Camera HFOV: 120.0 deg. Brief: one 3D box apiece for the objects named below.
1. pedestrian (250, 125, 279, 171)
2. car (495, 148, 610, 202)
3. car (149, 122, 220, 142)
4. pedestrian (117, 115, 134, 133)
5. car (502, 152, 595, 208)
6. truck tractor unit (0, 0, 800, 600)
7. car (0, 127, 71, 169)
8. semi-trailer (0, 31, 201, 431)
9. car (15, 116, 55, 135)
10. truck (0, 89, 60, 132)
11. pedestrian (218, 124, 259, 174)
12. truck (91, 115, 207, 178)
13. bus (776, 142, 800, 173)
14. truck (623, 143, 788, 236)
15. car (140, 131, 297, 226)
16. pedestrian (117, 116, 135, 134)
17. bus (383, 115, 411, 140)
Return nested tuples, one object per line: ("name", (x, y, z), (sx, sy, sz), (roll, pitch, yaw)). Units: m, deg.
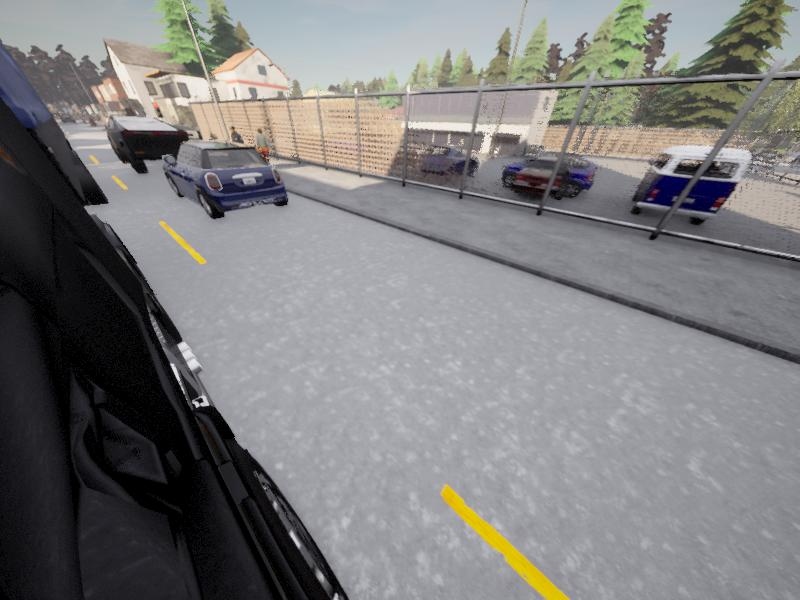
("pedestrian", (-6.858, -7.682, 11.724), (0.751, 1.860, 0.751), (-16, 41, -23))
("car", (6.616, -5.714, 10.326), (3.705, 1.547, 1.789), (28, 44, 30))
("car", (-23.334, -18.288, 25.241), (1.930, 1.638, 5.238), (32, 46, 33))
("pedestrian", (-36.706, -23.458, 30.876), (0.751, 1.860, 0.751), (-28, 46, -34))
("car", (6.685, -5.493, 10.155), (2.033, 1.415, 5.357), (28, 44, 30))
("truck tractor unit", (-2.645, -0.295, 0.351), (6.516, 4.208, 3.053), (28, 44, 30))
("car", (-18.860, -7.771, 11.685), (4.181, 1.385, 1.994), (28, 44, 30))
("semi-trailer", (-8.640, -3.645, 4.283), (14.254, 4.402, 2.717), (29, 44, 30))
("car", (-40.831, -19.576, 25.897), (3.705, 1.549, 1.789), (28, 43, 30))
("truck", (-47.134, -23.859, 29.321), (8.468, 3.827, 2.891), (28, 44, 30))
("pedestrian", (-7.480, -7.011, 10.787), (0.751, 1.860, 0.751), (9, 37, 9))
("truck", (-12.691, -7.897, 11.648), (6.274, 2.098, 2.390), (28, 44, 30))
("bus", (47.902, -15.476, 23.905), (10.273, 4.253, 3.944), (-3, 36, -7))
("truck", (9.624, -4.053, 7.898), (2.069, 2.038, 4.478), (28, 44, 30))
("car", (-5.577, -3.983, 7.128), (4.553, 1.767, 2.097), (28, 44, 30))
("pedestrian", (-35.164, -22.502, 29.697), (0.751, 1.860, 0.751), (-26, 45, -33))
("bus", (-1.056, -40.404, 54.072), (3.944, 4.253, 10.273), (-7, 39, -13))
